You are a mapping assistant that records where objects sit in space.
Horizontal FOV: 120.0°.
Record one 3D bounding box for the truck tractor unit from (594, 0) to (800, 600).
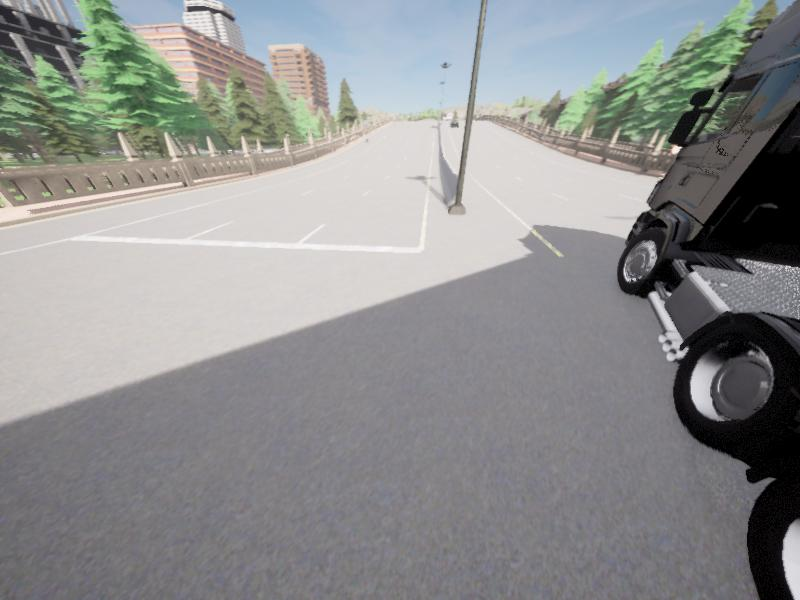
[{"bbox_3d":[4.404,-0.691,1.394,3.053,4.208,6.516,18,38,24],"label":"truck tractor unit"}]
